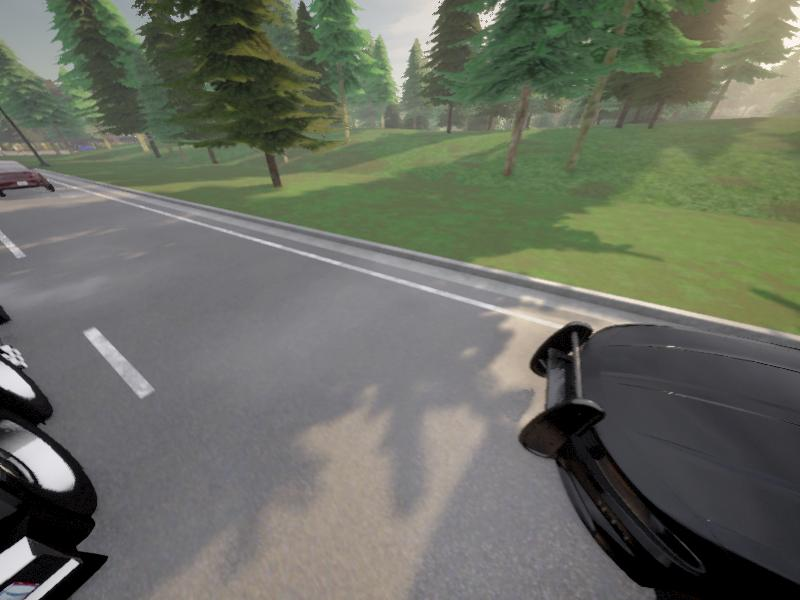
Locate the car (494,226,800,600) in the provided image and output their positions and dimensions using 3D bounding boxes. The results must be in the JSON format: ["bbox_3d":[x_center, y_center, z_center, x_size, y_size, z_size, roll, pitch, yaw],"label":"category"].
[{"bbox_3d":[3.415,1.228,0.775,5.238,1.638,1.930,18,39,24],"label":"car"}]

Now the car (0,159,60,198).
[{"bbox_3d":[-21.042,-6.675,12.510,4.674,1.442,1.812,18,39,24],"label":"car"}]

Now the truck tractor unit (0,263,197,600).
[{"bbox_3d":[-5.114,-0.298,0.782,6.516,4.208,3.053,18,39,24],"label":"truck tractor unit"}]
